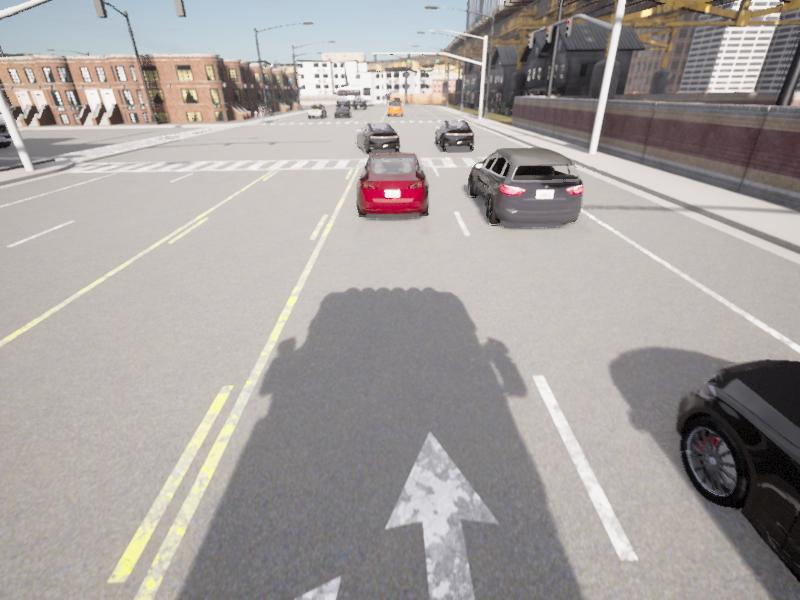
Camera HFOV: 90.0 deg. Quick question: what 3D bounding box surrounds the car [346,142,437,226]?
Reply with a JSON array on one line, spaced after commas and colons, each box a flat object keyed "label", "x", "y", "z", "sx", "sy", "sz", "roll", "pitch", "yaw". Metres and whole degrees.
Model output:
[{"label": "car", "x": -0.204, "y": -3.673, "z": 11.997, "sx": 2.163, "sy": 1.488, "sz": 4.792, "roll": -1, "pitch": 27, "yaw": 0}]

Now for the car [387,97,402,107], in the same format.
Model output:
[{"label": "car", "x": -1.225, "y": -46.958, "z": 94.832, "sx": 1.905, "sy": 1.878, "sz": 3.866, "roll": -15, "pitch": 30, "yaw": -24}]

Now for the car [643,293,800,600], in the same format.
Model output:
[{"label": "car", "x": 3.394, "y": 1.661, "z": 1.670, "sx": 1.812, "sy": 1.442, "sz": 4.674, "roll": -1, "pitch": 28, "yaw": 0}]

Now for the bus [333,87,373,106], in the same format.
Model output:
[{"label": "bus", "x": -11.961, "y": -51.615, "z": 101.524, "sx": 10.273, "sy": 4.253, "sz": 3.944, "roll": 21, "pitch": 35, "yaw": 36}]

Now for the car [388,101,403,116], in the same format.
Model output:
[{"label": "car", "x": -0.677, "y": -27.742, "z": 57.948, "sx": 2.097, "sy": 1.767, "sz": 4.553, "roll": -1, "pitch": 27, "yaw": 0}]

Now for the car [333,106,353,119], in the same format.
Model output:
[{"label": "car", "x": -7.594, "y": -25.110, "z": 53.562, "sx": 1.994, "sy": 1.385, "sz": 4.181, "roll": -1, "pitch": 27, "yaw": 0}]

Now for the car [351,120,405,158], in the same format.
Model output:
[{"label": "car", "x": -1.358, "y": -9.278, "z": 22.779, "sx": 2.128, "sy": 1.511, "sz": 4.902, "roll": -7, "pitch": 28, "yaw": -12}]

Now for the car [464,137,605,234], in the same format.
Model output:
[{"label": "car", "x": 3.303, "y": -3.374, "z": 11.106, "sx": 2.242, "sy": 1.667, "sz": 4.611, "roll": -1, "pitch": 27, "yaw": 0}]

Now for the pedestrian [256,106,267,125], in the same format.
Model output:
[{"label": "pedestrian", "x": -15.291, "y": -20.447, "z": 44.247, "sx": 0.751, "sy": 1.860, "sz": 0.751, "roll": -4, "pitch": 28, "yaw": -5}]

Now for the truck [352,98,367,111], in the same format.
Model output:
[{"label": "truck", "x": -7.832, "y": -38.094, "z": 77.737, "sx": 2.390, "sy": 2.098, "sz": 6.274, "roll": -1, "pitch": 27, "yaw": 0}]

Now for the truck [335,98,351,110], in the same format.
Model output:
[{"label": "truck", "x": -11.373, "y": -39.386, "z": 80.331, "sx": 2.390, "sy": 2.098, "sz": 6.274, "roll": -1, "pitch": 27, "yaw": 0}]

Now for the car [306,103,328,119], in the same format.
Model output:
[{"label": "car", "x": -11.100, "y": -25.371, "z": 53.619, "sx": 1.932, "sy": 1.855, "sz": 4.605, "roll": -1, "pitch": 27, "yaw": 0}]

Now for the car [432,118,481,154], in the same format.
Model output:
[{"label": "car", "x": 3.186, "y": -9.788, "z": 23.618, "sx": 2.128, "sy": 1.511, "sz": 4.902, "roll": -1, "pitch": 28, "yaw": 0}]

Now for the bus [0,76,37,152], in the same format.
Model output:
[{"label": "bus", "x": -30.422, "y": -11.590, "z": 25.142, "sx": 10.273, "sy": 4.253, "sz": 3.944, "roll": -1, "pitch": 27, "yaw": 0}]
